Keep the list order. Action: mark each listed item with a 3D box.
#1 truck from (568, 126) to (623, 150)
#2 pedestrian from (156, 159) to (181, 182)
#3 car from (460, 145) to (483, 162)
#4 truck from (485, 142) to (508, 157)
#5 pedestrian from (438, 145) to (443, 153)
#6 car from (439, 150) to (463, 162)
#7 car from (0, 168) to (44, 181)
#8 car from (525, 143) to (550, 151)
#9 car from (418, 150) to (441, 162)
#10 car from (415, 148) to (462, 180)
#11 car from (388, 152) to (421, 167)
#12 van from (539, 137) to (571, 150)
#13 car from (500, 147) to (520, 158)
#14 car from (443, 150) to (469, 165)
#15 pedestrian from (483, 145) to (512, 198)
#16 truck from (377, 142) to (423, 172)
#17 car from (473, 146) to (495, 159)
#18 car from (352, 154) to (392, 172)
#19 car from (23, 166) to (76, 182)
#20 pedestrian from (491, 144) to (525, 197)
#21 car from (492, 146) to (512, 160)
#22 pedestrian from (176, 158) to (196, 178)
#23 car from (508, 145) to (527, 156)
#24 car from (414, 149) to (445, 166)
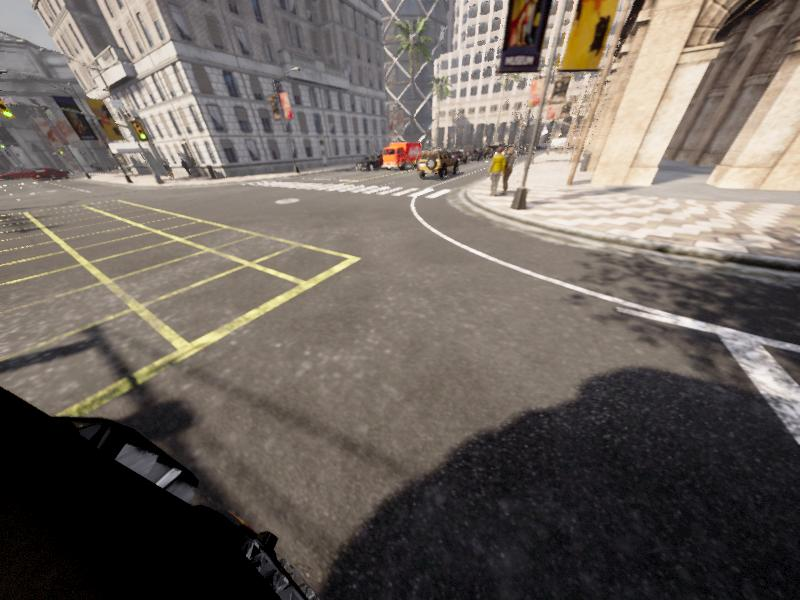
[{"bbox_3d":[43.416,-36.243,51.904,8.468,3.827,2.891,16,38,26],"label":"truck"},{"bbox_3d":[-22.170,-12.436,22.164,0.751,1.860,0.751,11,36,20],"label":"pedestrian"},{"bbox_3d":[10.265,-21.090,33.195,1.905,1.878,3.866,17,39,27],"label":"car"},{"bbox_3d":[18.213,-28.469,43.545,2.390,2.098,6.274,18,39,28],"label":"truck"},{"bbox_3d":[10.961,-40.827,62.527,0.751,1.860,0.751,18,39,28],"label":"pedestrian"},{"bbox_3d":[7.900,-22.341,35.714,1.994,1.385,4.181,18,39,28],"label":"car"},{"bbox_3d":[-63.547,-20.945,38.509,1.816,1.474,4.193,18,39,28],"label":"car"},{"bbox_3d":[34.839,-39.015,58.798,4.792,1.488,2.163,-2,34,0],"label":"car"},{"bbox_3d":[4.688,-23.066,37.029,1.994,1.385,4.181,17,38,27],"label":"car"},{"bbox_3d":[3.106,-10.804,18.233,1.932,1.855,4.605,16,37,26],"label":"car"},{"bbox_3d":[0.720,-19.450,31.848,2.033,1.411,5.357,17,39,27],"label":"car"},{"bbox_3d":[40.731,-41.151,60.730,6.366,2.431,2.351,18,39,28],"label":"van"},{"bbox_3d":[18.246,-24.482,38.275,1.895,1.301,4.718,18,39,28],"label":"car"},{"bbox_3d":[7.111,-18.026,29.187,1.816,1.474,4.193,17,39,27],"label":"car"},{"bbox_3d":[4.010,-5.305,9.612,0.751,1.860,0.751,8,35,15],"label":"pedestrian"},{"bbox_3d":[0.181,-15.729,25.320,2.627,2.467,5.204,17,38,27],"label":"truck"},{"bbox_3d":[13.863,-24.306,38.004,1.930,1.638,5.238,18,39,28],"label":"car"},{"bbox_3d":[-3.133,-15.906,26.698,1.837,1.490,4.892,17,38,27],"label":"car"},{"bbox_3d":[-52.618,-19.073,34.881,1.882,1.535,5.008,-14,35,-15],"label":"car"},{"bbox_3d":[4.580,-5.508,9.877,0.751,1.860,0.751,23,42,34],"label":"pedestrian"},{"bbox_3d":[15.049,-21.662,34.048,1.845,1.501,3.633,18,39,27],"label":"car"},{"bbox_3d":[-23.595,-14.606,25.525,0.751,1.860,0.751,21,40,31],"label":"pedestrian"},{"bbox_3d":[22.089,-28.056,43.290,2.033,1.411,5.357,18,39,28],"label":"car"},{"bbox_3d":[3.916,-18.835,30.476,1.930,1.638,5.238,17,39,27],"label":"car"}]
